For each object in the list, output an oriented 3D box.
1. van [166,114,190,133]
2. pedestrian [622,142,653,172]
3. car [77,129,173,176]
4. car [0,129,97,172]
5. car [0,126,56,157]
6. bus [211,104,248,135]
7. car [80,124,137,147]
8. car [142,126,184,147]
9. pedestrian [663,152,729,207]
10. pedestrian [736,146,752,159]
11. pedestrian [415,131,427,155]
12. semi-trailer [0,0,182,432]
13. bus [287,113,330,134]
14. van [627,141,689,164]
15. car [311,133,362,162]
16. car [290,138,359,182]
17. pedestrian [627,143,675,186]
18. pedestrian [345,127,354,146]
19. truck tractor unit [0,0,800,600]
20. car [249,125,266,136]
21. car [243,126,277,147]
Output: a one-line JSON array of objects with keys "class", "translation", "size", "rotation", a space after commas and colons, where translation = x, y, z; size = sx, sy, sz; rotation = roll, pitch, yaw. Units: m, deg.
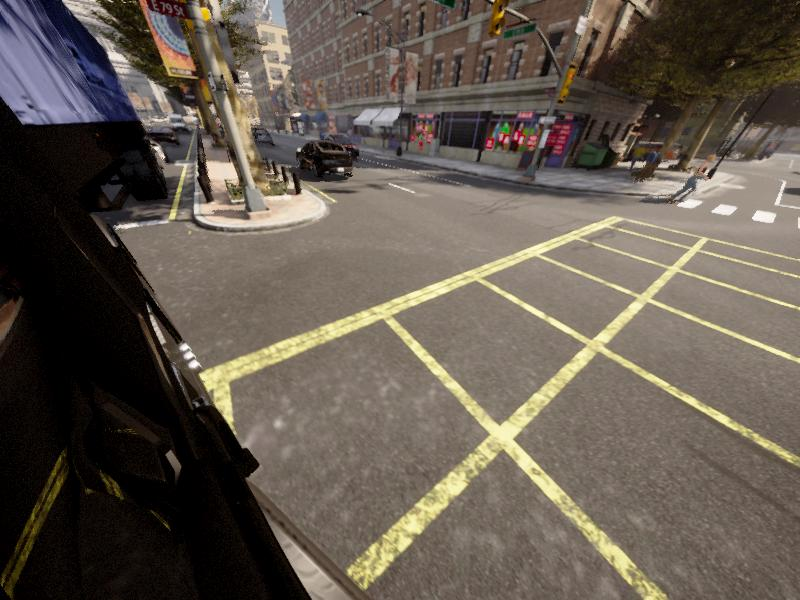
[{"class": "van", "translation": [-38.869, -30.990, 40.571], "size": [1.988, 2.561, 5.915], "rotation": [-21, 43, -28]}, {"class": "pedestrian", "translation": [18.099, -10.906, 17.620], "size": [0.751, 1.860, 0.751], "rotation": [-23, 44, -30]}, {"class": "car", "translation": [-13.510, -7.662, 11.782], "size": [2.038, 1.542, 4.974], "rotation": [-21, 43, -28]}, {"class": "car", "translation": [-17.374, -7.391, 11.297], "size": [1.994, 1.385, 4.181], "rotation": [-21, 43, -28]}, {"class": "car", "translation": [-23.672, -9.620, 13.928], "size": [1.895, 1.301, 4.718], "rotation": [-21, 43, -28]}, {"class": "bus", "translation": [-33.065, -34.790, 44.615], "size": [3.944, 4.253, 10.273], "rotation": [-21, 43, -28]}, {"class": "car", "translation": [-24.947, -14.231, 19.977], "size": [1.994, 1.385, 4.181], "rotation": [-21, 43, -28]}, {"class": "car", "translation": [-22.557, -15.779, 22.190], "size": [2.033, 1.411, 5.357], "rotation": [-21, 43, -28]}, {"class": "pedestrian", "translation": [12.089, -4.949, 9.492], "size": [0.751, 1.860, 0.751], "rotation": [-22, 43, -29]}, {"class": "pedestrian", "translation": [61.125, -26.289, 41.065], "size": [0.751, 1.860, 0.751], "rotation": [-20, 42, -28]}, {"class": "pedestrian", "translation": [1.987, -15.005, 22.068], "size": [0.751, 1.860, 0.751], "rotation": [-14, 40, -22]}, {"class": "semi-trailer", "translation": [-7.838, -4.078, 4.921], "size": [2.717, 4.402, 14.254], "rotation": [-24, 44, -31]}, {"class": "bus", "translation": [-25.851, -50.364, 65.977], "size": [10.273, 4.253, 3.944], "rotation": [-21, 43, -29]}, {"class": "van", "translation": [32.245, -18.610, 29.069], "size": [1.775, 1.987, 4.442], "rotation": [-17, 41, -24]}, {"class": "car", "translation": [-5.187, -12.299, 18.545], "size": [2.038, 1.542, 4.974], "rotation": [-21, 43, -28]}, {"class": "car", "translation": [-4.158, -7.643, 12.392], "size": [1.837, 1.490, 4.892], "rotation": [-20, 42, -28]}, {"class": "pedestrian", "translation": [13.433, -7.277, 12.447], "size": [0.751, 1.860, 0.751], "rotation": [8, 37, 7]}, {"class": "pedestrian", "translation": [-6.239, -20.336, 28.682], "size": [0.751, 1.860, 0.751], "rotation": [-13, 40, -21]}, {"class": "truck tractor unit", "translation": [-2.645, -0.295, 0.351], "size": [6.516, 4.208, 3.053], "rotation": [28, 44, 30]}, {"class": "car", "translation": [-26.821, -31.841, 43.345], "size": [1.845, 1.501, 3.633], "rotation": [-21, 43, -28]}, {"class": "car", "translation": [-15.815, -18.418, 25.974], "size": [2.033, 1.649, 4.856], "rotation": [-22, 43, -30]}]
